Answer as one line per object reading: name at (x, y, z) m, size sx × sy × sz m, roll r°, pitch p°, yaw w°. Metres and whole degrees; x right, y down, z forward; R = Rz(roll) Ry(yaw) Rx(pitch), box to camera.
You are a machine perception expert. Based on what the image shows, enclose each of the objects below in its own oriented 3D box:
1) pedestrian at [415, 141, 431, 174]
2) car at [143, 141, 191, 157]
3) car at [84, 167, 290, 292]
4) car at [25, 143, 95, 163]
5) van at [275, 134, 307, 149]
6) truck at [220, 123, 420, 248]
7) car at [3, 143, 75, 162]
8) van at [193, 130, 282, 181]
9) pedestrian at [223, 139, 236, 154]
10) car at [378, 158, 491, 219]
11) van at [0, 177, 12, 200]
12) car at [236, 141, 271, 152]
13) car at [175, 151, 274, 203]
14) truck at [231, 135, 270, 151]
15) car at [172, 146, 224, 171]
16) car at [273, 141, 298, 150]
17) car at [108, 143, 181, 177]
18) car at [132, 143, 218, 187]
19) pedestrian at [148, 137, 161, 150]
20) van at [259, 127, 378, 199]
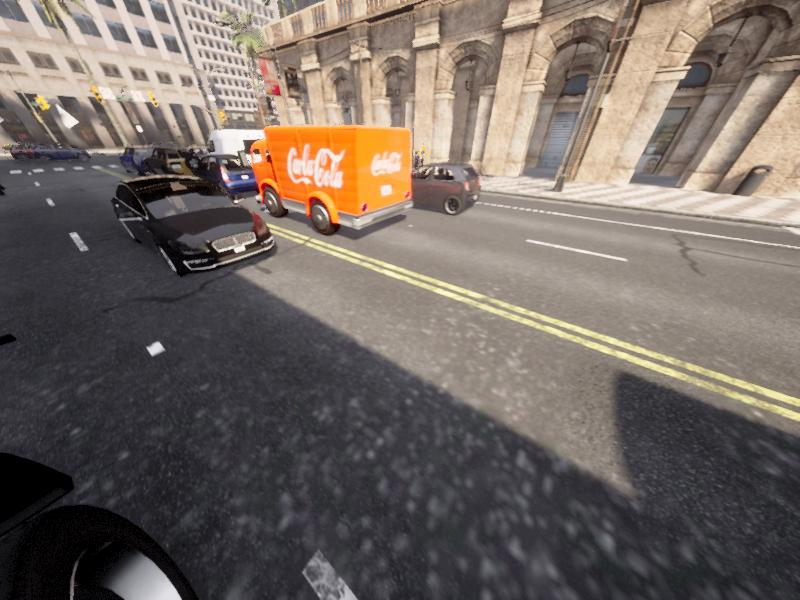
pedestrian at (1.598, -9.896, 16.034) m, size 0.751 × 1.860 × 0.751 m, roll 21°, pitch 40°, yaw 27°
car at (-31.847, -20.763, 31.665) m, size 1.851 × 1.617 × 3.988 m, roll 23°, pitch 41°, yaw 28°
car at (-5.034, -2.003, 5.405) m, size 4.892 × 1.490 × 1.837 m, roll 23°, pitch 41°, yaw 28°
car at (-34.619, -15.051, 23.608) m, size 1.845 × 1.501 × 3.633 m, roll 23°, pitch 41°, yaw 28°
van at (-23.703, -34.597, 50.507) m, size 1.988 × 2.561 × 5.915 m, roll 23°, pitch 41°, yaw 28°
truck at (-2.377, -3.779, 7.102) m, size 5.204 × 2.467 × 2.627 m, roll 22°, pitch 41°, yaw 28°
car at (-38.129, -15.681, 24.514) m, size 1.970 × 1.475 × 3.806 m, roll 23°, pitch 41°, yaw 28°
van at (-10.924, -9.832, 15.548) m, size 5.915 × 2.561 × 1.988 m, roll 23°, pitch 41°, yaw 28°
pedestrian at (-25.215, -22.658, 34.149) m, size 0.751 × 1.860 × 0.751 m, roll 15°, pitch 38°, yaw 20°
car at (1.191, -4.396, 8.824) m, size 3.633 × 1.501 × 1.845 m, roll 22°, pitch 41°, yaw 28°
van at (-18.932, -5.469, 9.770) m, size 4.442 × 1.987 × 1.775 m, roll 22°, pitch 41°, yaw 28°
car at (-26.739, -28.259, 42.448) m, size 2.163 × 1.488 × 4.792 m, roll 23°, pitch 41°, yaw 28°
car at (-8.057, -5.782, 10.639) m, size 3.988 × 1.617 × 1.851 m, roll 23°, pitch 41°, yaw 28°
truck at (-28.787, -30.485, 44.728) m, size 2.627 × 2.467 × 5.204 m, roll 23°, pitch 41°, yaw 28°
car at (-16.778, -11.828, 19.199) m, size 3.633 × 1.501 × 1.845 m, roll 23°, pitch 41°, yaw 28°
car at (-23.101, -31.164, 46.604) m, size 1.970 × 1.475 × 3.806 m, roll 23°, pitch 41°, yaw 28°
car at (-18.109, -10.009, 16.379) m, size 4.553 × 1.767 × 2.097 m, roll 23°, pitch 41°, yaw 28°
car at (-13.165, -8.011, 13.518) m, size 4.605 × 1.855 × 1.932 m, roll 22°, pitch 41°, yaw 28°
pedestrian at (-43.110, -27.492, 40.576) m, size 0.751 × 1.860 × 0.751 m, roll 23°, pitch 41°, yaw 28°
van at (-4.092, -6.997, 11.589) m, size 5.915 × 2.561 × 1.988 m, roll 23°, pitch 41°, yaw 28°
